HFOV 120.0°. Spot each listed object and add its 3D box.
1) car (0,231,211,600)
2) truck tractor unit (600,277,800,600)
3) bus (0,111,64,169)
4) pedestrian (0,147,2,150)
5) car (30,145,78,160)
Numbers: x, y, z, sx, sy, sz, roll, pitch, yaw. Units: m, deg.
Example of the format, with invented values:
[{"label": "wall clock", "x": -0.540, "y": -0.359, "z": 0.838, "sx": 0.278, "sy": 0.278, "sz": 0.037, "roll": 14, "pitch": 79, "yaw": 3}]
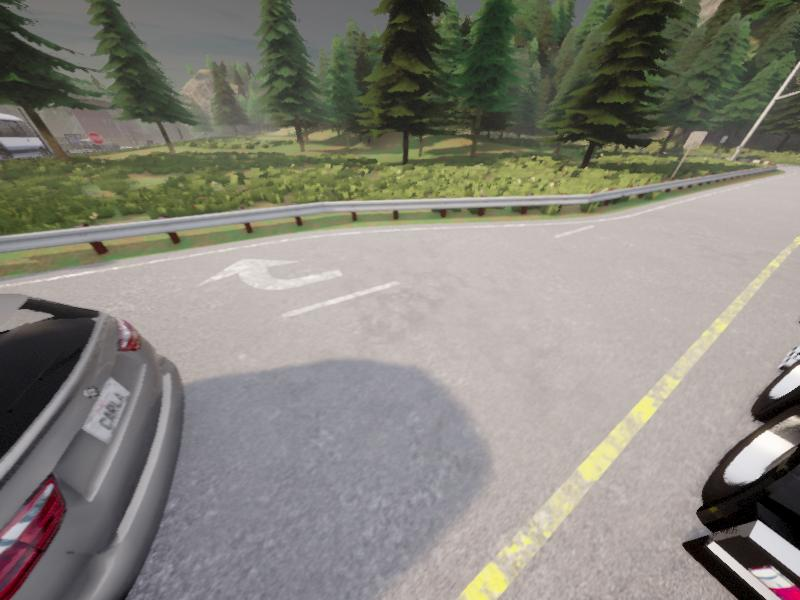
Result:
[{"label": "car", "x": -3.712, "y": 1.343, "z": 0.577, "sx": 4.611, "sy": 1.667, "sz": 2.242, "roll": -18, "pitch": 39, "yaw": -25}, {"label": "truck tractor unit", "x": 5.131, "y": -0.280, "z": 0.751, "sx": 6.516, "sy": 4.208, "sz": 3.053, "roll": -17, "pitch": 39, "yaw": -23}, {"label": "bus", "x": -38.798, "y": -14.994, "z": 21.510, "sx": 3.944, "sy": 4.253, "sz": 10.273, "roll": -17, "pitch": 39, "yaw": -24}, {"label": "pedestrian", "x": -79.613, "y": -30.488, "z": 45.180, "sx": 0.751, "sy": 1.860, "sz": 0.751, "roll": 3, "pitch": 35, "yaw": 4}, {"label": "car", "x": -43.250, "y": -18.597, "z": 29.023, "sx": 1.845, "sy": 1.501, "sz": 3.633, "roll": -17, "pitch": 39, "yaw": -24}]
